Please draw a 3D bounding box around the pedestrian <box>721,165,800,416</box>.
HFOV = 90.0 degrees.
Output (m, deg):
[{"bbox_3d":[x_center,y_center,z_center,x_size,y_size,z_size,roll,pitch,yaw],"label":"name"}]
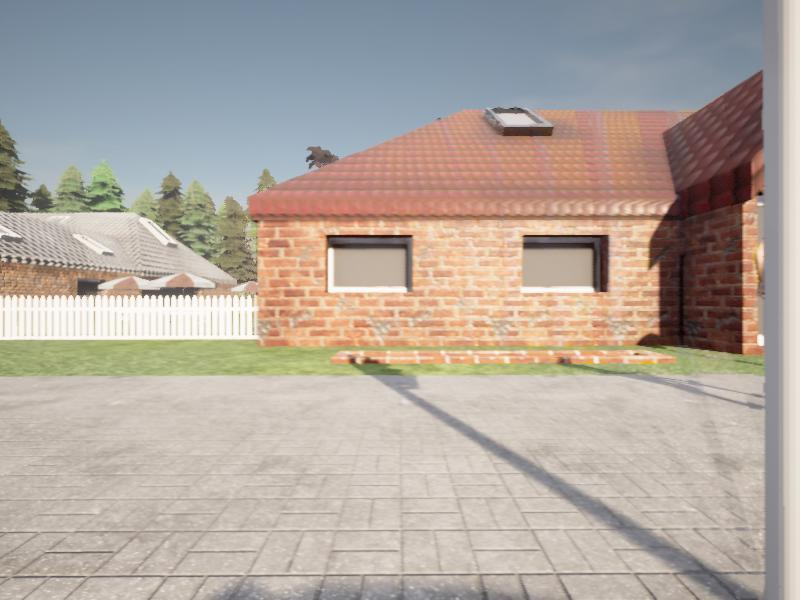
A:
[{"bbox_3d":[3.306,-0.072,3.274,0.751,1.860,0.751,0,0,-9],"label":"pedestrian"}]
